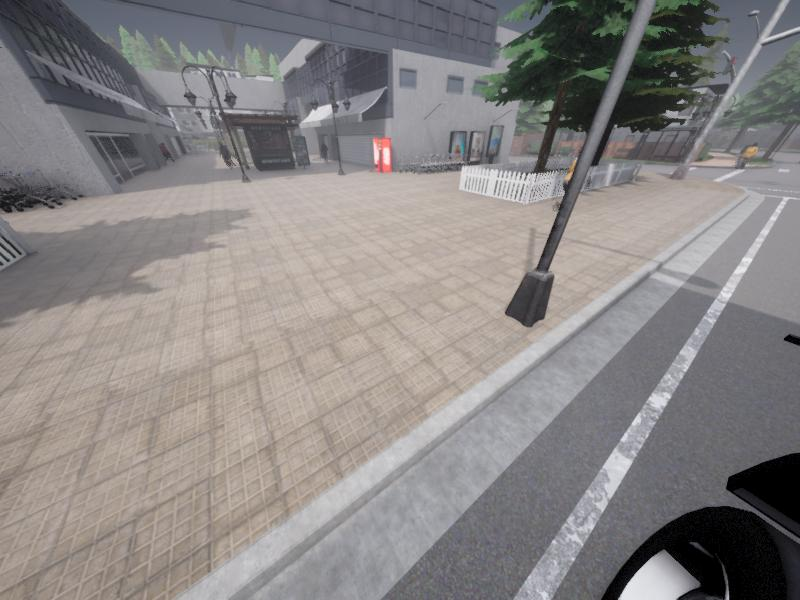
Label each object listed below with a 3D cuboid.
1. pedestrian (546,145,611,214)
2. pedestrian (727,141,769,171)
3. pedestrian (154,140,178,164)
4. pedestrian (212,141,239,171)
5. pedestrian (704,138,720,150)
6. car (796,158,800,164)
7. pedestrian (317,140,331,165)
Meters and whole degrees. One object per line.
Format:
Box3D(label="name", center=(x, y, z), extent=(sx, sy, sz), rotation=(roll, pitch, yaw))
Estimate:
Box3D(label="pedestrian", center=(5.594, -3.819, 7.369), extent=(0.751, 1.860, 0.751), rotation=(-12, 37, -16))
Box3D(label="pedestrian", center=(26.440, -10.960, 17.597), extent=(0.751, 1.860, 0.751), rotation=(-9, 36, -13))
Box3D(label="pedestrian", center=(-22.331, -14.120, 22.060), extent=(0.751, 1.860, 0.751), rotation=(-16, 38, -21))
Box3D(label="pedestrian", center=(-12.918, -10.697, 17.151), extent=(0.751, 1.860, 0.751), rotation=(-1, 35, -1))
Box3D(label="pedestrian", center=(58.612, -29.351, 43.458), extent=(0.751, 1.860, 0.751), rotation=(9, 36, 13))
Box3D(label="car", center=(38.928, -13.206, 21.145), extent=(4.181, 1.385, 1.994), rotation=(-26, 42, -31))
Box3D(label="pedestrian", center=(-6.873, -13.420, 20.972), extent=(0.751, 1.860, 0.751), rotation=(-17, 39, -23))
